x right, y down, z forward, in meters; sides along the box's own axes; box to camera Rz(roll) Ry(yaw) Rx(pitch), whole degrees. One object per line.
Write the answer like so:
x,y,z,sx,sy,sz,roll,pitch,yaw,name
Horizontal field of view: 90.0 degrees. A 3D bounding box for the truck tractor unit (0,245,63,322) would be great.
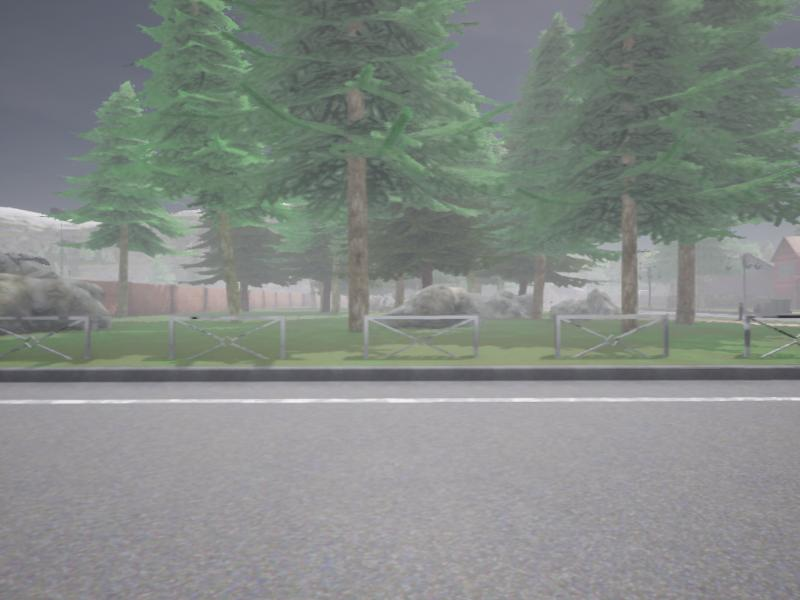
-23.461,-0.891,22.810,3.053,4.208,6.516,0,0,-2,truck tractor unit
